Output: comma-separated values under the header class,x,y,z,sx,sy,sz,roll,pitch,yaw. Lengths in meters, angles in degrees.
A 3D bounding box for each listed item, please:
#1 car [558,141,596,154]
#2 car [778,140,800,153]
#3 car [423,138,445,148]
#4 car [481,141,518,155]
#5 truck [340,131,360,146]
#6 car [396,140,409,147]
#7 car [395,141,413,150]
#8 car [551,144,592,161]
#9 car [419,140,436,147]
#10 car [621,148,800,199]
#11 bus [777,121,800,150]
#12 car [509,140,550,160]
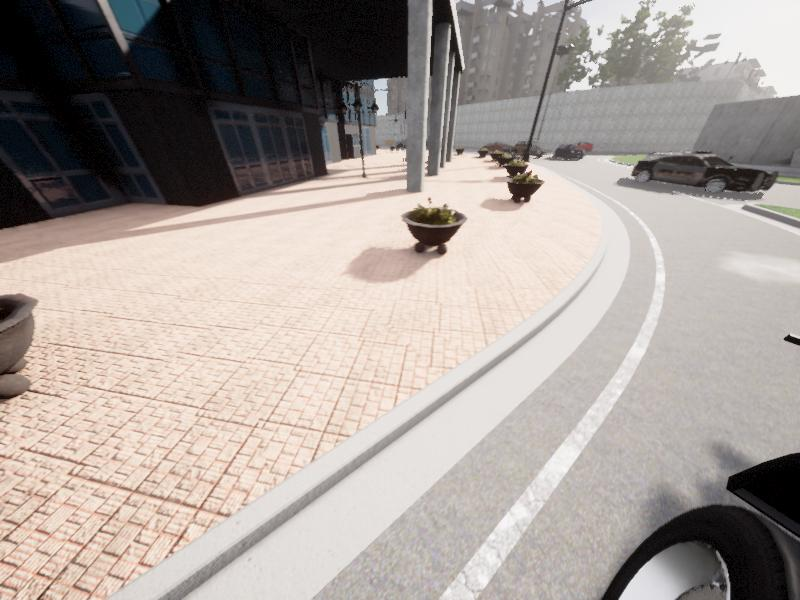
class,x,y,z,sx,sy,sz,roll,pitch,yaw
car,28.635,-24.742,37.424,4.514,1.525,2.007,22,41,28
car,60.977,-23.719,35.723,5.008,1.535,1.882,-21,40,-27
car,8.313,-39.200,57.647,2.150,2.045,5.566,-21,40,-27
car,15.835,-24.502,37.105,2.152,1.651,5.027,-17,39,-22
truck,-16.869,-54.249,77.637,2.891,3.827,8.468,-21,40,-27
car,0.723,-45.498,67.082,1.851,1.617,3.988,-21,40,-27
car,0.845,-34.512,51.504,1.851,1.617,3.988,-21,40,-27
car,19.148,-16.640,26.011,1.845,1.501,3.633,1,35,2
car,7.609,-43.210,63.803,1.837,1.490,4.892,-21,40,-27
car,15.063,-6.629,11.756,1.930,1.638,5.238,-9,36,-11
bus,76.925,-31.095,43.623,10.273,4.253,3.944,-22,41,-27
car,15.811,-18.591,28.503,1.932,1.855,4.605,-3,35,-6
